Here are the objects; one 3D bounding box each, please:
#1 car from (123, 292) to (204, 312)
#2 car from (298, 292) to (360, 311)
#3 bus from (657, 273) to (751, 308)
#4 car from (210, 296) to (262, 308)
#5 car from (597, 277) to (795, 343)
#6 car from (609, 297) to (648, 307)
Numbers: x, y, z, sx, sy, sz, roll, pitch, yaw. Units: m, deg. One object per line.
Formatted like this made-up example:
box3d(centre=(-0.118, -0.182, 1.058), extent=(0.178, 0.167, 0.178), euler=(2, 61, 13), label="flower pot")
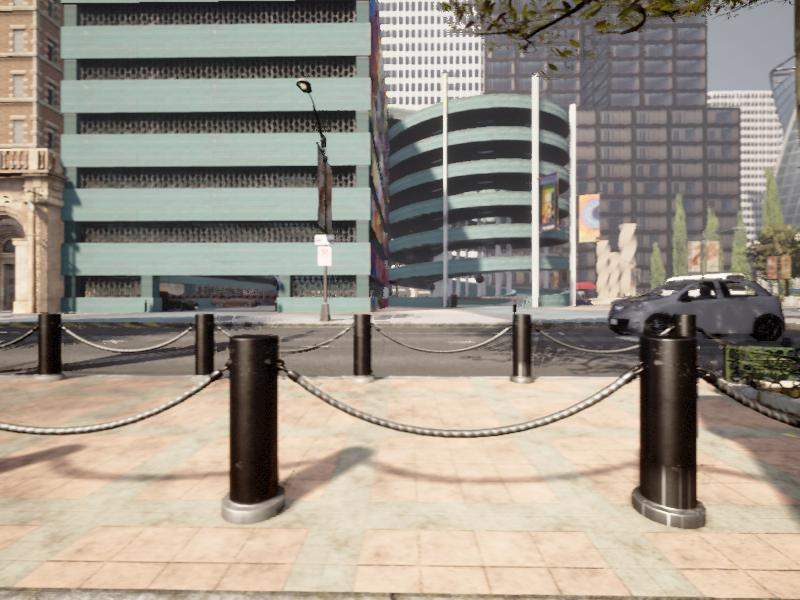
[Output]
box3d(centre=(-17.577, 0.156, 29.890), extent=(4.786, 1.482, 2.161), euler=(0, 0, 1), label="car")
box3d(centre=(-5.912, 0.118, 33.792), extent=(4.902, 1.511, 2.128), euler=(0, 0, 1), label="car")
box3d(centre=(40.088, -1.127, 53.523), extent=(3.944, 4.253, 10.273), euler=(0, 0, -8), label="bus")
box3d(centre=(-16.946, 0.206, 41.481), extent=(4.718, 1.301, 1.895), euler=(0, 0, 1), label="car")
box3d(centre=(7.239, 0.229, 10.098), extent=(3.633, 1.501, 1.845), euler=(0, 0, 1), label="car")
box3d(centre=(36.908, 0.331, 64.704), extent=(2.152, 1.651, 5.027), euler=(0, 0, -27), label="car")
